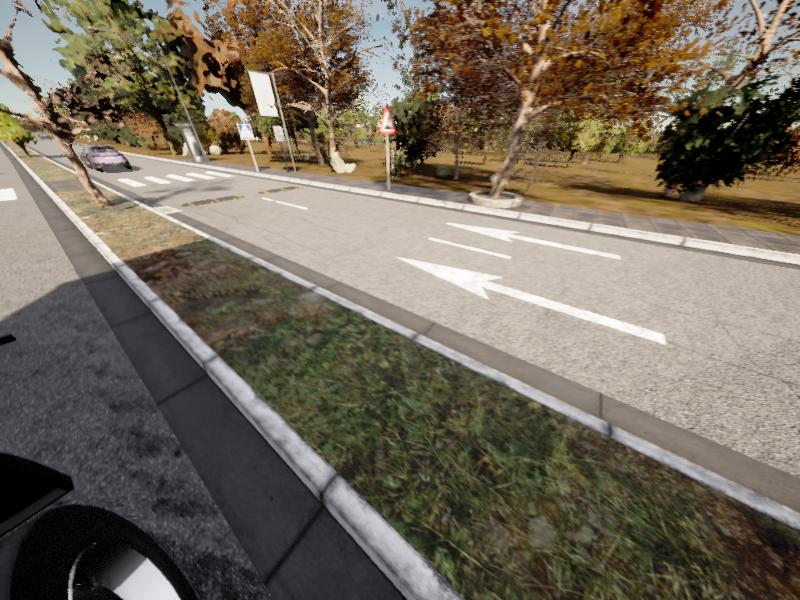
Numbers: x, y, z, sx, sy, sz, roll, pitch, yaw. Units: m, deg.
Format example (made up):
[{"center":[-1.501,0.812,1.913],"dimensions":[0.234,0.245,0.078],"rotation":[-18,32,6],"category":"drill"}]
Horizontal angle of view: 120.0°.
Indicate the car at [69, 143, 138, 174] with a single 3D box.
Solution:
[{"center":[-22.502,-10.833,17.531],"dimensions":[4.856,1.649,2.033],"rotation":[22,41,28],"category":"car"}]
